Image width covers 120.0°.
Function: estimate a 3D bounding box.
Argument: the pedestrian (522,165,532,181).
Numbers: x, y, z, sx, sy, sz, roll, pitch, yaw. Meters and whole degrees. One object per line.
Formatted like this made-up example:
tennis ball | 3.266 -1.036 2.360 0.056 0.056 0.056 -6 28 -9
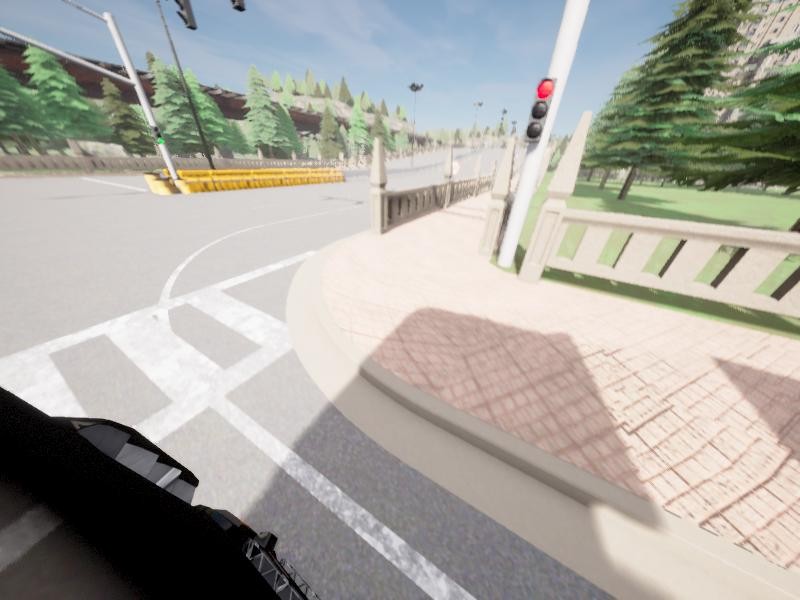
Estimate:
pedestrian | 17.795 -17.843 32.395 0.751 1.860 0.751 18 34 24
